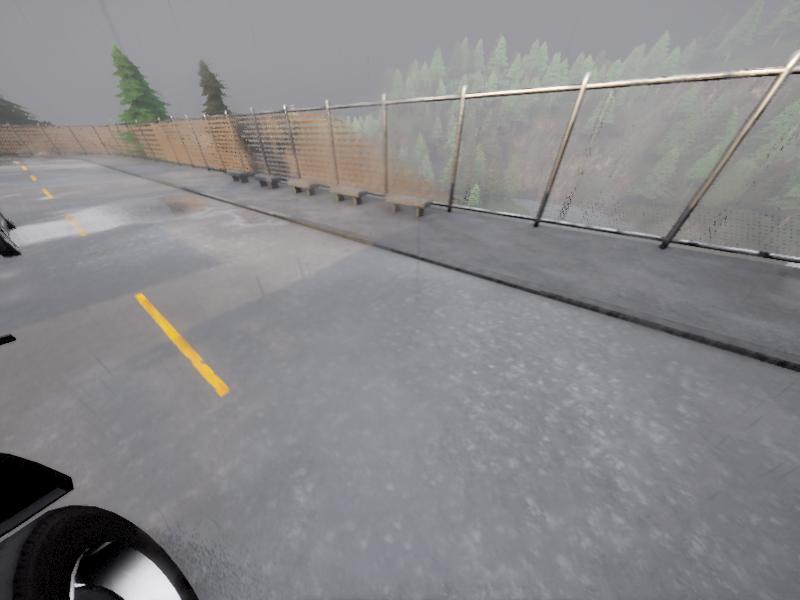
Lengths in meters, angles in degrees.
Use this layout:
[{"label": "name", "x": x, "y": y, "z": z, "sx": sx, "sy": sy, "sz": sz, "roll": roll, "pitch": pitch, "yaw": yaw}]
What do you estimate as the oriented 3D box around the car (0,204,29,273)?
[{"label": "car", "x": -10.429, "y": -1.785, "z": 4.919, "sx": 5.238, "sy": 1.638, "sz": 1.930, "roll": 22, "pitch": 41, "yaw": 28}]
